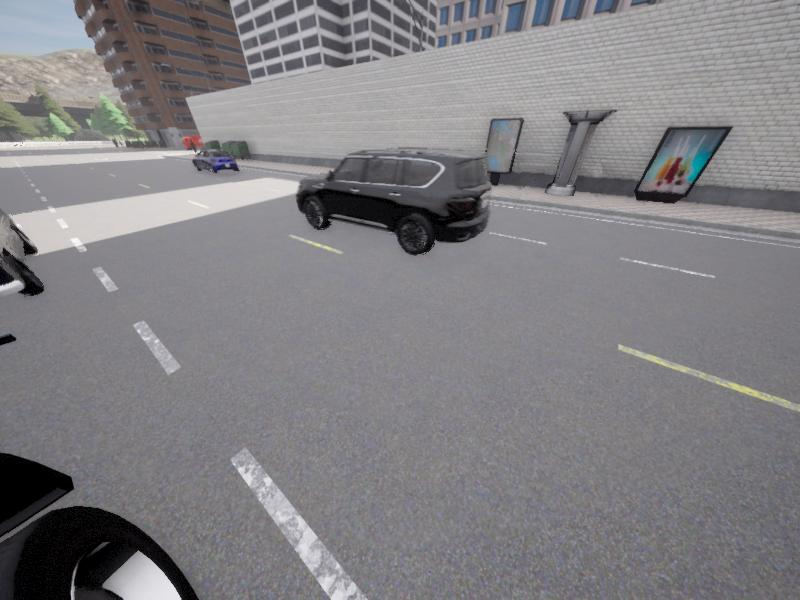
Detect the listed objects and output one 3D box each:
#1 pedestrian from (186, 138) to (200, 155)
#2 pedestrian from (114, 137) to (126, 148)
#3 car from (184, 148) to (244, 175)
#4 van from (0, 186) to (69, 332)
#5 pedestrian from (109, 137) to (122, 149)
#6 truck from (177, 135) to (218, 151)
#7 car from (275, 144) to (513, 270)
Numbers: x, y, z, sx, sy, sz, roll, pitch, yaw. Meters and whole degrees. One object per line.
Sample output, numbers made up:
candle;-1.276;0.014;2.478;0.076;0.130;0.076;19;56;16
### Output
pedestrian;-28.186;-20.946;31.535;0.751;1.860;0.751;-21;40;-28
pedestrian;-60.808;-34.259;50.209;0.751;1.860;0.751;20;40;26
car;-14.213;-10.628;17.625;4.193;1.474;1.816;22;41;28
van;-7.784;-1.049;3.547;4.480;2.038;2.069;26;43;28
pedestrian;-54.757;-30.192;44.477;0.751;1.860;0.751;23;41;28
truck;-40.759;-31.717;46.609;2.627;2.467;5.204;22;41;28
car;-0.403;-2.875;6.220;5.566;2.045;2.150;21;40;26
